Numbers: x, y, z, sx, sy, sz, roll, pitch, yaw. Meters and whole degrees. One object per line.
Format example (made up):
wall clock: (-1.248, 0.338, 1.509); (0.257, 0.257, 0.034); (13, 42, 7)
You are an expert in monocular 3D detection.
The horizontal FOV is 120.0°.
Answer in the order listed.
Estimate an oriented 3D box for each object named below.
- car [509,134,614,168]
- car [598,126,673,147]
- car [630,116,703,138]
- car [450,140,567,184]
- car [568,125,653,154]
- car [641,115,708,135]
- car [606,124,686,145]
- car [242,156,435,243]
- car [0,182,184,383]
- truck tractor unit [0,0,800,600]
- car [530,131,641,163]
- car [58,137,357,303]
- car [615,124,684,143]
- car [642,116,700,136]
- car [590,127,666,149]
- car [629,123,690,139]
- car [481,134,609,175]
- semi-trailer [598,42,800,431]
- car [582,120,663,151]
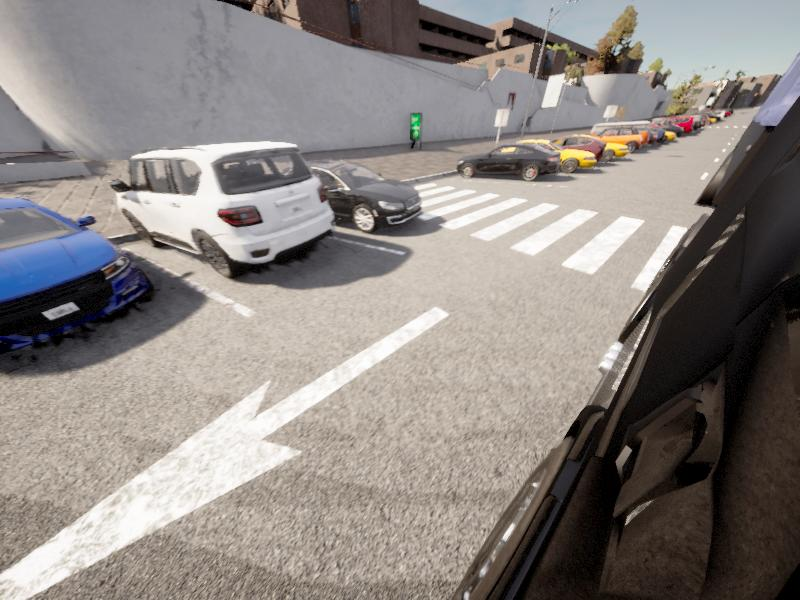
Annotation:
car: (9.632, -9.171, 14.214); (4.792, 1.488, 2.163); (17, 41, 25)
car: (23.323, -16.407, 23.200); (4.792, 1.488, 2.163); (17, 41, 25)
car: (34.718, -22.763, 30.450); (5.566, 2.045, 2.435); (17, 41, 25)
car: (5.100, -6.751, 11.207); (4.674, 1.452, 2.002); (17, 41, 25)
car: (16.523, -12.885, 18.599); (4.553, 1.767, 2.185); (17, 41, 25)
car: (39.334, -25.224, 33.382); (5.566, 2.045, 2.435); (17, 41, 25)
car: (25.796, -17.603, 24.585); (5.366, 1.575, 1.946); (17, 41, 25)
car: (-1.747, -3.172, 6.707); (4.892, 1.521, 2.231); (17, 40, 25)
car: (-6.306, -0.749, 3.718); (5.008, 1.535, 2.097); (17, 40, 25)
truck tractor unit: (2.645, -0.295, 0.351); (6.516, 4.208, 3.053); (-28, 44, -30)
car: (12.101, -10.342, 15.609); (5.366, 1.575, 1.946); (17, 40, 25)
car: (-4.063, -2.165, 5.065); (5.566, 2.045, 2.435); (17, 41, 25)
car: (27.942, -18.837, 26.154); (4.792, 1.488, 2.163); (17, 41, 25)
car: (37.132, -23.944, 31.885); (4.442, 1.987, 1.878); (17, 41, 25)
car: (21.071, -15.177, 21.699); (4.674, 1.452, 2.002); (17, 41, 25)
car: (32.480, -21.291, 29.132); (4.674, 1.452, 2.002); (17, 41, 25)
car: (7.538, -7.943, 12.606); (5.366, 1.575, 1.946); (17, 40, 25)
semi-trailer: (8.702, -3.575, 4.262); (14.254, 4.402, 2.717); (-28, 44, -30)
car: (18.884, -14.156, 20.010); (4.442, 1.987, 1.878); (17, 40, 25)
